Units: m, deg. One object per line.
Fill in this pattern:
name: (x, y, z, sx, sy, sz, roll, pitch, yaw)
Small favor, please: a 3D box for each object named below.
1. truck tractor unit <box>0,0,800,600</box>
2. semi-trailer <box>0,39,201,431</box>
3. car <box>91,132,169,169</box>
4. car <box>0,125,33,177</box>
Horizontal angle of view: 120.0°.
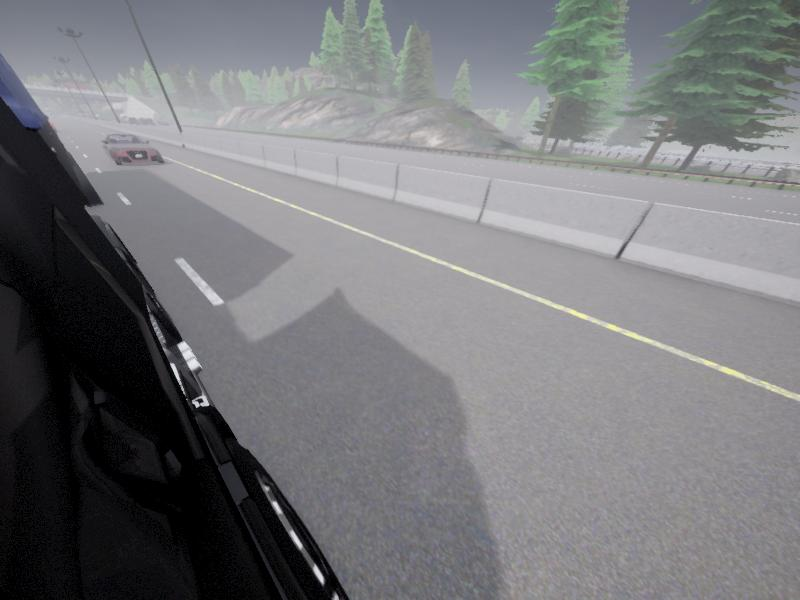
truck tractor unit: (-2.645, -0.295, 0.351, 6.516, 4.208, 3.053, 28, 44, 30)
semi-trailer: (-8.700, -3.591, 4.246, 14.254, 4.402, 2.717, 28, 43, 30)
car: (-15.326, -8.563, 13.104, 4.181, 1.385, 1.994, 28, 43, 30)
car: (-18.020, -6.059, 9.323, 2.033, 1.649, 4.856, -24, 44, -32)
